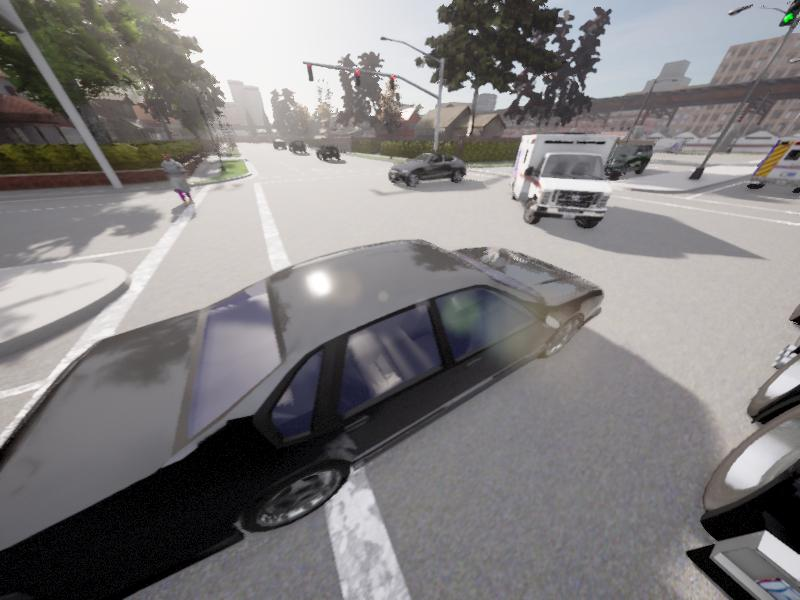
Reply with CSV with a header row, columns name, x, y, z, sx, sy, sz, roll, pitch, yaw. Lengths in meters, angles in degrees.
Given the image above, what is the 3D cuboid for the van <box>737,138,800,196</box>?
name,x,y,z,sx,sy,sz,roll,pitch,yaw
van,22.653,-7.614,13.002,6.366,2.431,2.351,-18,39,-24

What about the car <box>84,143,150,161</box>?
name,x,y,z,sx,sy,sz,roll,pitch,yaw
car,-29.348,-15.538,24.189,3.806,1.475,1.970,-18,39,-24

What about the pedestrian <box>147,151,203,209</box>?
name,x,y,z,sx,sy,sz,roll,pitch,yaw
pedestrian,-8.560,-4.622,8.899,0.751,1.860,0.751,-15,38,-21

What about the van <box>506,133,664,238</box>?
name,x,y,z,sx,sy,sz,roll,pitch,yaw
van,5.813,-4.740,8.734,2.351,2.431,6.366,11,36,14

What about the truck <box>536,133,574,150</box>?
name,x,y,z,sx,sy,sz,roll,pitch,yaw
truck,46.613,-47.952,69.753,2.891,3.827,8.468,-18,39,-24

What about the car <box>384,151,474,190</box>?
name,x,y,z,sx,sy,sz,roll,pitch,yaw
car,1.789,-8.054,14.166,5.027,1.651,2.152,-18,39,-24

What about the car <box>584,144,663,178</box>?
name,x,y,z,sx,sy,sz,roll,pitch,yaw
car,17.704,-11.125,18.336,5.566,2.045,2.150,-18,39,-24

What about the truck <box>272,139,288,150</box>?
name,x,y,z,sx,sy,sz,roll,pitch,yaw
truck,-31.060,-40.121,59.518,2.390,2.098,6.274,-18,39,-25

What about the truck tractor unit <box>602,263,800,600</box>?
name,x,y,z,sx,sy,sz,roll,pitch,yaw
truck tractor unit,5.108,-0.305,0.783,6.516,4.208,3.053,-18,39,-24

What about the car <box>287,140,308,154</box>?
name,x,y,z,sx,sy,sz,roll,pitch,yaw
car,-19.120,-28.475,42.961,2.150,2.045,5.566,-18,39,-25

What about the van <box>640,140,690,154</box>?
name,x,y,z,sx,sy,sz,roll,pitch,yaw
van,56.850,-33.048,49.818,2.351,2.431,6.366,-18,39,-24

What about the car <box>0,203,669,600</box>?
name,x,y,z,sx,sy,sz,roll,pitch,yaw
car,0.063,0.197,2.497,5.357,1.411,2.033,-18,39,-24

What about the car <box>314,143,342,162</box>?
name,x,y,z,sx,sy,sz,roll,pitch,yaw
car,-9.125,-18.668,29.100,1.932,1.855,4.605,-18,39,-25
